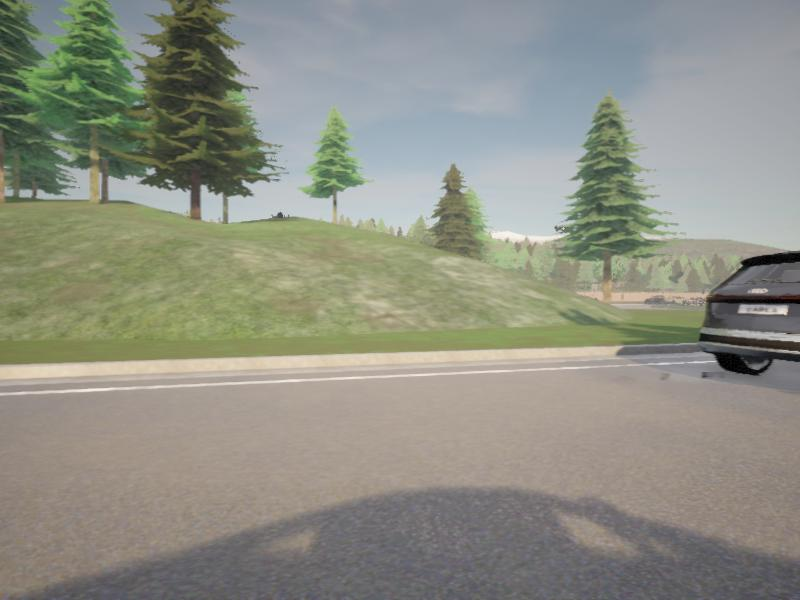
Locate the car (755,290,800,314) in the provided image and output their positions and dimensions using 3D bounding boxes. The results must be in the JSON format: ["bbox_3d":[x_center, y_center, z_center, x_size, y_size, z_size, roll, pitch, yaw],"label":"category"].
[{"bbox_3d":[28.969,0.150,28.776,2.242,1.667,4.611,0,0,-22],"label":"car"}]

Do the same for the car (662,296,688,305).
[{"bbox_3d":[57.631,0.039,83.786,4.605,1.855,1.932,0,0,-14],"label":"car"}]

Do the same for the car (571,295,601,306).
[{"bbox_3d":[32.666,0.041,70.412,4.605,1.855,1.932,0,0,-14],"label":"car"}]

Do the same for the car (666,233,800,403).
[{"bbox_3d":[6.136,0.176,4.896,4.856,1.649,2.033,0,0,-14],"label":"car"}]
